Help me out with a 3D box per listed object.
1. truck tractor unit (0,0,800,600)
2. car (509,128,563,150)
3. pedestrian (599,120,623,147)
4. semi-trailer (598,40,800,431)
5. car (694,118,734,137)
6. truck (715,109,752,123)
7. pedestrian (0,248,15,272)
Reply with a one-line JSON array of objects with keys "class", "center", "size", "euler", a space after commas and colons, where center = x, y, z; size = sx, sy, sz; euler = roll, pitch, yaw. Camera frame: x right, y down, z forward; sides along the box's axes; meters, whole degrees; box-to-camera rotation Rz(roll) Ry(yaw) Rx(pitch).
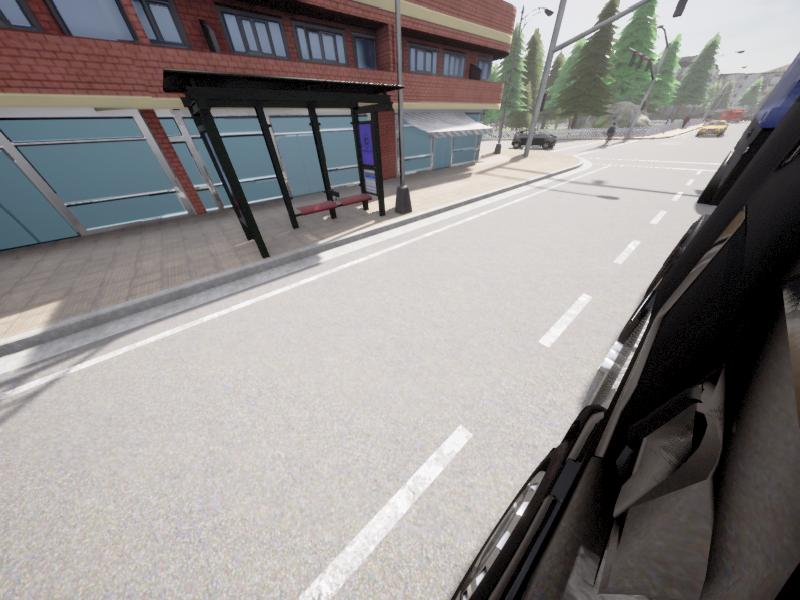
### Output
[{"class": "truck tractor unit", "center": [2.645, -0.295, 0.352], "size": [6.516, 4.208, 3.053], "euler": [-28, 44, -30]}, {"class": "car", "center": [12.395, -14.770, 21.201], "size": [3.705, 1.549, 1.789], "euler": [25, 45, 32]}, {"class": "pedestrian", "center": [18.304, -14.435, 20.094], "size": [0.751, 1.860, 0.751], "euler": [-26, 43, -28]}, {"class": "semi-trailer", "center": [8.692, -3.611, 4.229], "size": [14.254, 4.402, 2.717], "euler": [-28, 44, -30]}, {"class": "car", "center": [35.621, -19.535, 26.168], "size": [5.366, 1.575, 1.801], "euler": [-27, 43, -29]}, {"class": "truck", "center": [78.034, -43.102, 54.225], "size": [2.627, 2.467, 5.204], "euler": [16, 41, 23]}, {"class": "pedestrian", "center": [-8.457, -1.276, 4.034], "size": [0.751, 1.860, 0.751], "euler": [-27, 43, -29]}]
